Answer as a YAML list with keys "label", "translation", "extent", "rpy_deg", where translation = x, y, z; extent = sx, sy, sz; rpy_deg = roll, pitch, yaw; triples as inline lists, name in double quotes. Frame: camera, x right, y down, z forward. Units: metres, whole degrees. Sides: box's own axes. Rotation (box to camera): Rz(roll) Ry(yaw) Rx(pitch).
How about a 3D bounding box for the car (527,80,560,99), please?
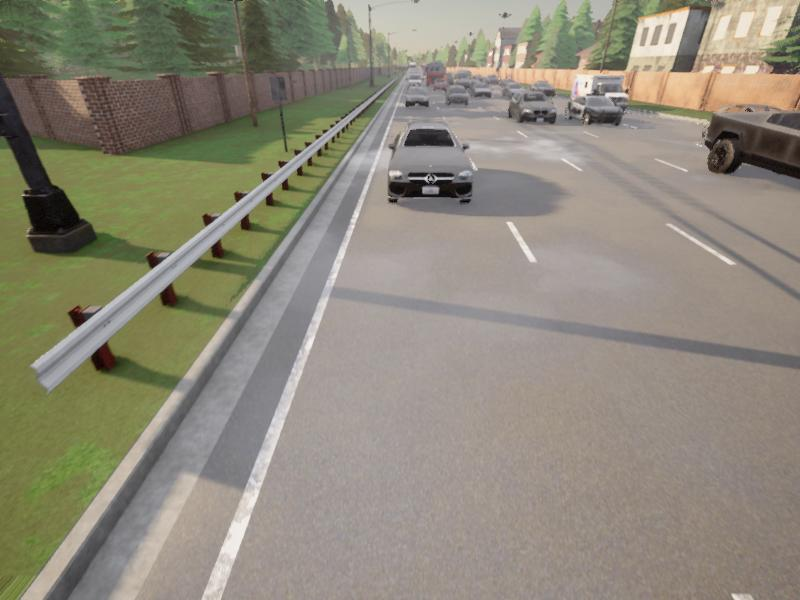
- label: "car"
  translation: [15.750, -23.312, 44.216]
  extent: [1.930, 1.638, 5.238]
  rpy_deg: [1, 30, 1]

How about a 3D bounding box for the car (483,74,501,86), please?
- label: "car"
  translation: [16.578, -39.816, 72.278]
  extent: [2.097, 1.767, 4.553]
  rpy_deg: [1, 30, 1]

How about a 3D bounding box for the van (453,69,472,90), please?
- label: "van"
  translation: [9.212, -33.007, 59.853]
  extent: [1.988, 2.561, 5.915]
  rpy_deg: [1, 30, 1]

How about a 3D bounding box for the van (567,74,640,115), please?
- label: "van"
  translation: [15.359, -15.929, 30.820]
  extent: [2.351, 2.431, 6.366]
  rpy_deg: [1, 30, 1]

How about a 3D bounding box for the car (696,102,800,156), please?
- label: "car"
  translation: [14.944, -7.300, 16.885]
  extent: [1.851, 1.617, 3.988]
  rpy_deg: [1, 30, 1]

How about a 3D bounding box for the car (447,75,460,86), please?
- label: "car"
  translation: [9.562, -39.474, 71.908]
  extent: [1.845, 1.501, 3.633]
  rpy_deg: [1, 30, 1]

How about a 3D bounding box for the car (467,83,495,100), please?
- label: "car"
  translation: [8.723, -22.728, 43.461]
  extent: [2.033, 1.411, 5.357]
  rpy_deg: [1, 30, 1]

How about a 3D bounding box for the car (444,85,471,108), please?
- label: "car"
  translation: [4.985, -18.043, 35.353]
  extent: [1.837, 1.490, 4.892]
  rpy_deg: [1, 31, 1]

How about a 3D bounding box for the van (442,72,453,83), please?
- label: "van"
  translation: [9.907, -46.492, 83.487]
  extent: [1.775, 1.987, 4.442]
  rpy_deg: [1, 30, 1]

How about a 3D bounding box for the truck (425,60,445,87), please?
- label: "truck"
  translation: [5.992, -39.153, 69.118]
  extent: [2.891, 3.827, 8.468]
  rpy_deg: [1, 30, 1]

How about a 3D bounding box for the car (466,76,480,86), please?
- label: "car"
  translation: [13.058, -39.234, 71.675]
  extent: [1.970, 1.475, 3.806]
  rpy_deg: [1, 30, 1]

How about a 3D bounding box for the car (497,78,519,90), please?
- label: "car"
  translation: [16.217, -32.518, 60.181]
  extent: [2.033, 1.411, 5.357]
  rpy_deg: [1, 30, 1]

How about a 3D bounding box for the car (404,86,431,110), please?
- label: "car"
  translation: [1.438, -17.123, 33.794]
  extent: [2.163, 1.488, 4.792]
  rpy_deg: [1, 30, 1]

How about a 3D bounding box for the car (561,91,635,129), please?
- label: "car"
  translation: [11.655, -11.502, 24.031]
  extent: [1.930, 1.638, 5.238]
  rpy_deg: [1, 30, 1]

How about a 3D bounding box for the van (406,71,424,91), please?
- label: "van"
  translation: [2.128, -31.282, 57.047]
  extent: [2.351, 2.431, 6.366]
  rpy_deg: [1, 30, 1]

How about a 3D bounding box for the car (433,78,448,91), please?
- label: "car"
  translation: [5.590, -30.115, 55.914]
  extent: [1.845, 1.501, 3.633]
  rpy_deg: [1, 30, 1]

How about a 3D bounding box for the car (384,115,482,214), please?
- label: "car"
  translation: [0.779, -4.069, 11.342]
  extent: [2.152, 1.651, 5.027]
  rpy_deg: [1, 30, 1]

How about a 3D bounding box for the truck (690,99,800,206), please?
- label: "truck"
  translation: [11.267, -4.004, 10.764]
  extent: [2.390, 2.098, 6.274]
  rpy_deg: [1, 30, 1]

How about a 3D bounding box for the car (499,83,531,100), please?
- label: "car"
  translation: [12.209, -22.431, 42.956]
  extent: [2.033, 1.411, 5.357]
  rpy_deg: [1, 30, 1]

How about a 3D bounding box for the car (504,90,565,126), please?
- label: "car"
  translation: [8.179, -12.018, 24.883]
  extent: [2.242, 1.667, 4.611]
  rpy_deg: [1, 30, 1]
